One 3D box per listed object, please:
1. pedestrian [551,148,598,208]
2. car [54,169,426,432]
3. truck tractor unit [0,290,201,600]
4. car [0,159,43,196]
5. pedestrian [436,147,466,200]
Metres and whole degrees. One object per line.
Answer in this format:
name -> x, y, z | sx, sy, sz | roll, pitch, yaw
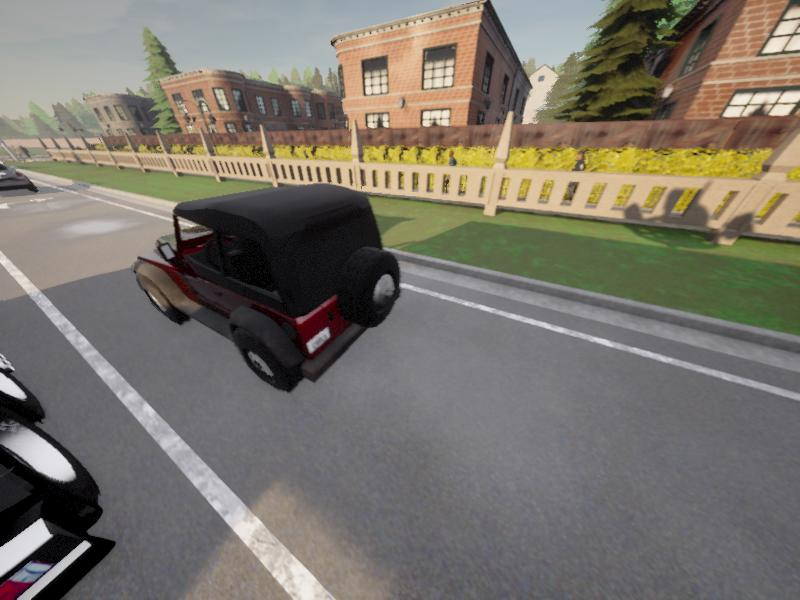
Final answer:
pedestrian -> 6.367, -4.519, 8.554 | 0.751, 1.860, 0.751 | 17, 38, 23
car -> -1.864, -0.519, 3.128 | 3.866, 1.878, 1.905 | 17, 38, 24
truck tractor unit -> -5.151, -0.259, 0.719 | 6.516, 4.208, 3.053 | 17, 38, 22
car -> -22.075, -6.675, 12.530 | 3.806, 1.475, 1.970 | 17, 38, 24
pedestrian -> 2.104, -5.274, 9.677 | 0.751, 1.860, 0.751 | 20, 40, 27
